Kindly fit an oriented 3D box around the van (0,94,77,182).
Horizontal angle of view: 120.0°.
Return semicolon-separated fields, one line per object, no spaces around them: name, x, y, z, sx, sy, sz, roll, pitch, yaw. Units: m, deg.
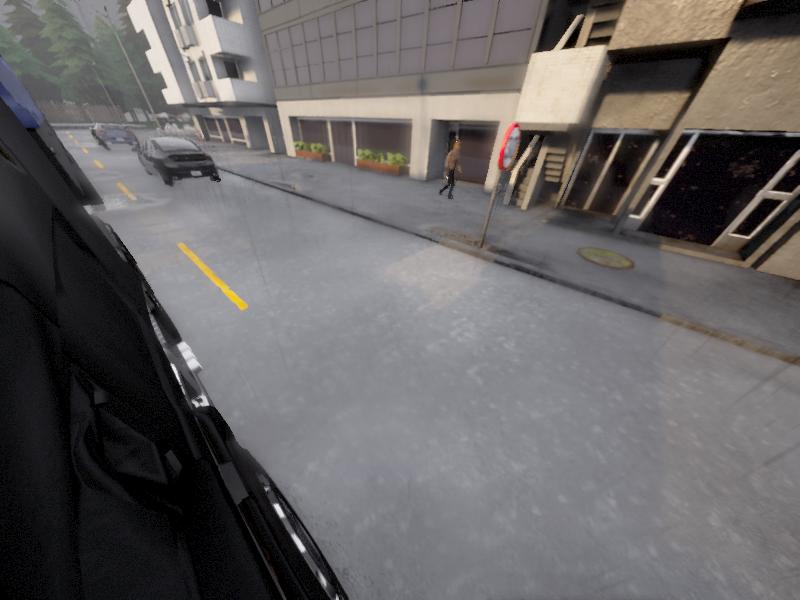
van;-16.358;-6.927;9.744;5.915;2.561;1.988;28;43;30

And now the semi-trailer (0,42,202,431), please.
semi-trailer;-8.696;-3.609;4.226;14.254;4.402;2.717;28;44;30

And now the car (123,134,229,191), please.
car;-9.551;-5.992;9.799;4.892;1.490;1.837;28;44;30

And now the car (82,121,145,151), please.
car;-22.577;-13.003;18.219;5.027;1.651;2.152;28;44;30

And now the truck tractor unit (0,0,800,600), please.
truck tractor unit;-2.645;-0.295;0.352;6.516;4.208;3.053;28;44;30

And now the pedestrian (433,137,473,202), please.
pedestrian;1.810;-4.581;8.130;0.751;1.860;0.751;-26;45;-33
